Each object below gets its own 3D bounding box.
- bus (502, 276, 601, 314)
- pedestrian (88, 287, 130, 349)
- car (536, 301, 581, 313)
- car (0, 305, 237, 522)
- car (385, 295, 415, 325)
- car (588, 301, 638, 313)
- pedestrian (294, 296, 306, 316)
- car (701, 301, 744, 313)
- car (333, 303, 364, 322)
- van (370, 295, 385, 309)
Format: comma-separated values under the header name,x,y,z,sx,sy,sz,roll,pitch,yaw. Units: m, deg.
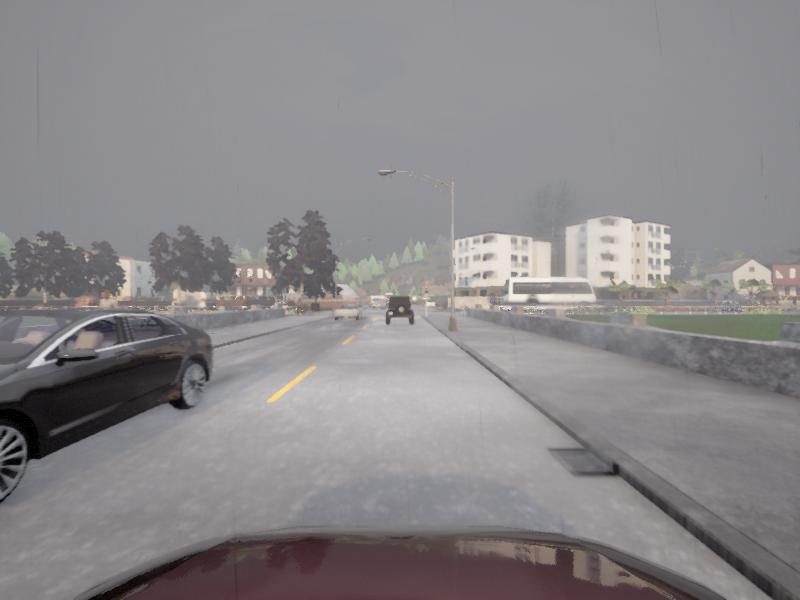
name,x,y,z,sx,sy,sz,roll,pitch,yaw
bus,17.705,-0.533,47.594,10.273,4.253,3.944,0,0,5
pedestrian,-9.073,0.534,12.485,0.751,1.860,0.751,0,0,7
car,20.140,0.846,50.965,4.892,1.490,1.837,0,0,1
car,-3.906,0.836,4.442,2.128,1.511,4.902,0,0,1
car,-0.004,0.647,27.137,1.905,1.878,3.866,0,0,0
car,27.150,0.896,51.082,5.357,1.411,2.033,0,0,0
pedestrian,-9.046,0.534,36.123,0.751,1.860,0.751,0,0,14
car,41.139,0.856,51.078,3.806,1.475,1.970,0,0,0
car,-4.007,0.944,31.805,1.895,1.301,4.718,0,0,0
van,-4.019,0.374,71.749,2.351,2.431,6.366,0,0,0
